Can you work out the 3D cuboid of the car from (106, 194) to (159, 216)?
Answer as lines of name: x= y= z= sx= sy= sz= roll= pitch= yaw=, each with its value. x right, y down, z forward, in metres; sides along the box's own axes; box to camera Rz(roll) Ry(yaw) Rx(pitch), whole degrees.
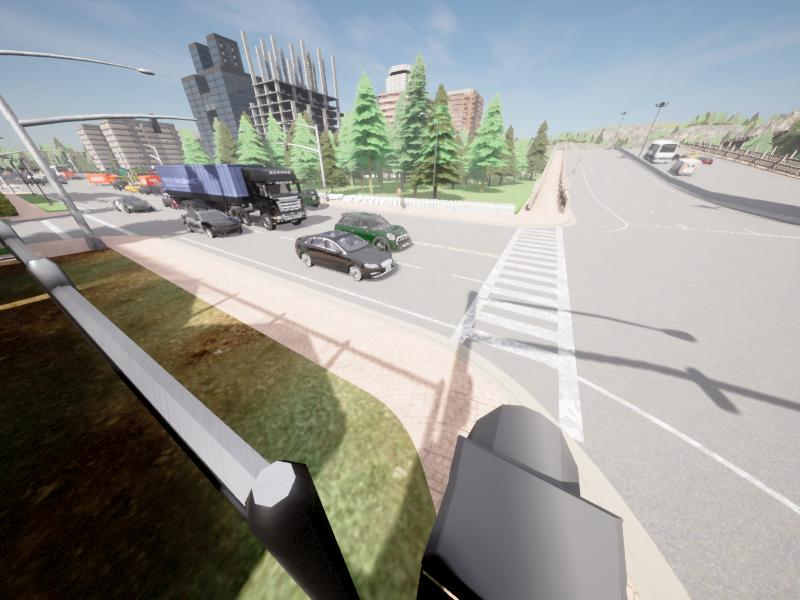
car: x=-26.701 y=-9.573 z=23.060 sx=4.974 sy=1.542 sz=2.038 roll=17 pitch=34 yaw=27

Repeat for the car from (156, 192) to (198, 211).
car: x=-24.625 y=-10.964 z=25.541 sx=3.806 sy=1.475 sz=1.970 roll=17 pitch=34 yaw=28

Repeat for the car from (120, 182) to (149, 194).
car: x=-47.118 y=-19.966 z=41.007 sx=5.366 sy=1.575 sz=1.801 roll=17 pitch=34 yaw=27

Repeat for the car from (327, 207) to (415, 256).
car: x=-1.649 y=-4.057 z=13.237 sx=4.553 sy=1.767 sz=2.097 roll=17 pitch=34 yaw=27

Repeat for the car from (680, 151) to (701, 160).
car: x=73.175 y=-36.495 z=58.270 sx=1.801 sy=1.575 sz=5.366 roll=16 pitch=41 yaw=26

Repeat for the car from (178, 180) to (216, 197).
car: x=-31.949 y=-17.567 z=36.387 sx=5.566 sy=2.045 sz=2.150 roll=17 pitch=34 yaw=27

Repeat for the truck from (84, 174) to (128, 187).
truck: x=-68.881 y=-28.128 z=54.252 sx=5.204 sy=2.467 sz=2.627 roll=-11 pitch=32 yaw=-19

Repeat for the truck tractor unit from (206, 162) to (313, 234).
truck tractor unit: x=-10.323 y=-7.770 z=17.251 sx=6.516 sy=4.208 sz=3.053 roll=17 pitch=34 yaw=27

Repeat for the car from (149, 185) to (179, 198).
car: x=-35.779 y=-16.477 z=34.990 sx=3.705 sy=1.549 sz=1.789 roll=17 pitch=34 yaw=27

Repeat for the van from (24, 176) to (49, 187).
van: x=-84.394 y=-27.493 z=53.590 sx=4.480 sy=2.038 sz=2.069 roll=17 pitch=34 yaw=27

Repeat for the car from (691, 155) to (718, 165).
car: x=68.829 y=-31.765 z=52.337 sx=2.163 sy=1.488 sz=4.792 roll=16 pitch=41 yaw=26

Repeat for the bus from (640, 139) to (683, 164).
bus: x=64.840 y=-37.115 z=57.701 sx=3.944 sy=4.253 sz=10.273 roll=16 pitch=41 yaw=26

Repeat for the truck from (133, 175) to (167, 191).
truck: x=-49.132 y=-23.022 z=45.411 sx=5.204 sy=2.467 sz=2.627 roll=17 pitch=34 yaw=27

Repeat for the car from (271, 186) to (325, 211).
car: x=-11.229 y=-11.215 z=25.383 sx=5.566 sy=2.045 sz=2.150 roll=17 pitch=34 yaw=27

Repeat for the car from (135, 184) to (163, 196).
car: x=-41.167 y=-18.094 z=37.870 sx=4.193 sy=1.474 sz=1.816 roll=17 pitch=34 yaw=27

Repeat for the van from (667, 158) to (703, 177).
van: x=55.439 y=-26.001 z=45.091 sx=2.351 sy=2.431 sz=6.366 roll=16 pitch=41 yaw=26

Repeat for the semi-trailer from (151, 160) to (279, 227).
semi-trailer: x=-17.030 y=-9.958 z=20.835 sx=14.254 sy=4.402 sz=2.717 roll=18 pitch=34 yaw=27

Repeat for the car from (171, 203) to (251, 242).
car: x=-12.811 y=-5.361 z=15.651 sx=5.238 sy=1.638 sz=1.930 roll=18 pitch=34 yaw=27

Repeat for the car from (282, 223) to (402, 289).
car: x=-2.551 y=-2.155 z=10.227 sx=4.902 sy=1.511 sz=2.128 roll=17 pitch=34 yaw=27
